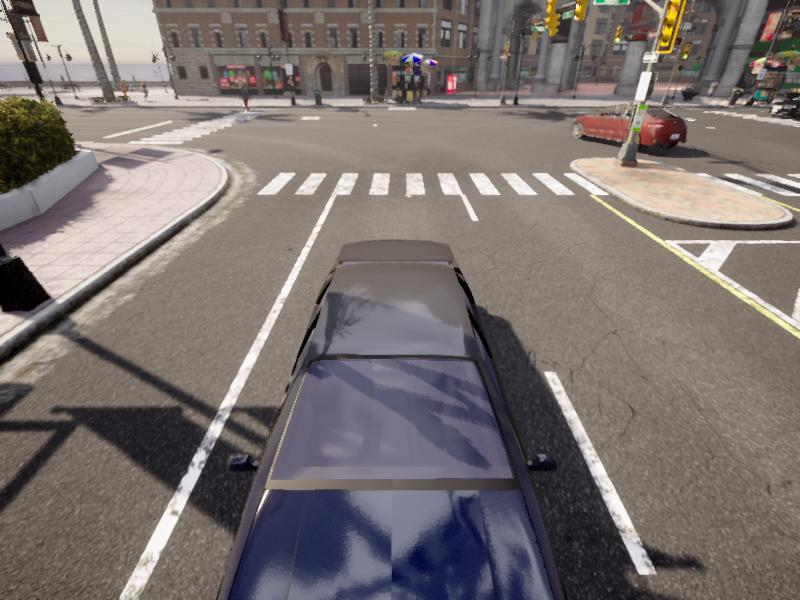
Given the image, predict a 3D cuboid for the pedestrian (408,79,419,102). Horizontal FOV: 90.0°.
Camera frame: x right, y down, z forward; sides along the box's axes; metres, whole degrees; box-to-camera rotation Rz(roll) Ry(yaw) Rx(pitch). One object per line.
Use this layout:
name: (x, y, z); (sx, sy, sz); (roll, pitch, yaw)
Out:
pedestrian: (1.217, -19.102, 36.490); (0.751, 1.860, 0.751); (20, 36, 30)

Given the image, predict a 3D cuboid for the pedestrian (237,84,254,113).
pedestrian: (-11.505, -15.040, 29.842); (0.751, 1.860, 0.751); (-2, 30, -3)

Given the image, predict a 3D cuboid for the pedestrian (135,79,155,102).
pedestrian: (-23.257, -19.086, 36.460); (0.751, 1.860, 0.751); (7, 31, 12)

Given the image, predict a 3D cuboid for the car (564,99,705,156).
car: (9.936, -7.710, 17.589); (2.152, 1.651, 5.027); (-9, 32, -16)

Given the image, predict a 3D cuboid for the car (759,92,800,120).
car: (27.346, -12.806, 26.419); (4.902, 1.511, 2.128); (0, 30, 0)

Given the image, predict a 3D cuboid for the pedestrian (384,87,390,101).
pedestrian: (-1.264, -19.654, 38.187); (0.500, 1.100, 0.500); (5, 31, 8)

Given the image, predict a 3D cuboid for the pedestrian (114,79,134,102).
pedestrian: (-25.308, -19.218, 36.686); (0.751, 1.860, 0.751); (4, 31, 6)

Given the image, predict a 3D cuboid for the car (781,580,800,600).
car: (3.466, 2.509, 0.102); (2.033, 1.649, 4.856); (0, 30, 0)

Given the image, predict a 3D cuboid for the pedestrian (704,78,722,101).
pedestrian: (29.877, -20.097, 38.196); (0.751, 1.860, 0.751); (-26, 39, -37)

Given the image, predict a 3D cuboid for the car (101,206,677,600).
car: (-0.045, 0.689, 3.452); (2.033, 1.411, 5.357); (0, 30, 0)
